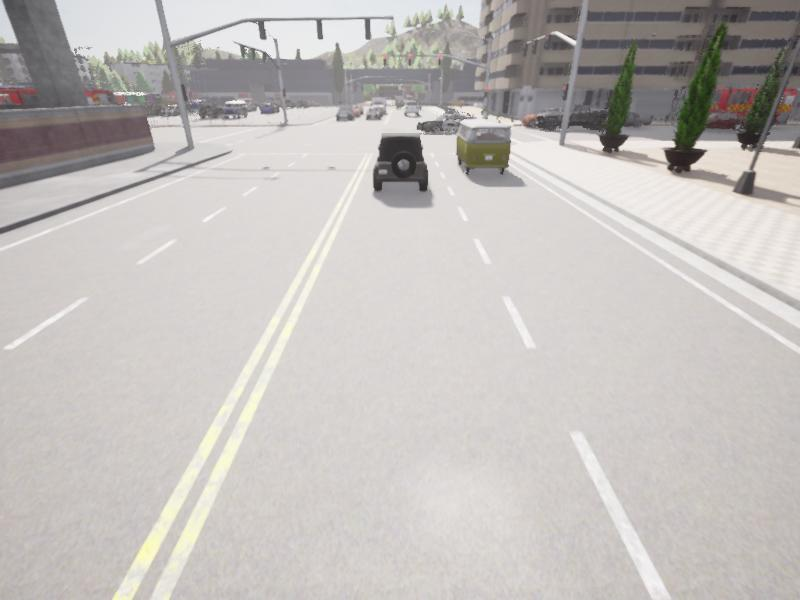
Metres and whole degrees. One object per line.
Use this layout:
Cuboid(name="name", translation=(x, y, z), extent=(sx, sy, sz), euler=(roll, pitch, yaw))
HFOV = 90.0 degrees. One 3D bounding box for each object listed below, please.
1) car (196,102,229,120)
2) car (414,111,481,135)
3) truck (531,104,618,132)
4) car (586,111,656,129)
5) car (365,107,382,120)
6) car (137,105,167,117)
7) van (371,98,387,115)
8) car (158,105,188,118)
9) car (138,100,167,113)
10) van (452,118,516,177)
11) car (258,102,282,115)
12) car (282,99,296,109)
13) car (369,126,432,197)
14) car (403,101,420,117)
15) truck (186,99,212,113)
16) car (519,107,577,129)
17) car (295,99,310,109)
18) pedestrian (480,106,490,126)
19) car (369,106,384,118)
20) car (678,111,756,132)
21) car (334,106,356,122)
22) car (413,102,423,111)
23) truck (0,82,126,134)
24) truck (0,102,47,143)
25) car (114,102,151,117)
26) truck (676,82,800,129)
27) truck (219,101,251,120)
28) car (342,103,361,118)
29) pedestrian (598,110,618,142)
Cuboid(name="car", translation=(-23.990, -24.278, 51.358), extent=(1.932, 1.855, 4.605), euler=(0, 27, 0))
Cuboid(name="car", translation=(3.928, -14.797, 33.404), extent=(5.238, 1.638, 1.930), euler=(-11, 29, -20))
Cuboid(name="truck", translation=(15.130, -15.924, 34.987), extent=(6.274, 2.098, 2.390), euler=(0, 27, 0))
Cuboid(name="car", translation=(21.046, -17.238, 38.278), extent=(5.357, 1.411, 2.033), euler=(0, 27, 0))
Cuboid(name="car", translation=(-3.449, -24.420, 52.329), extent=(1.970, 1.475, 3.806), euler=(0, 27, 0))
Cuboid(name="car", translation=(-35.372, -27.052, 57.241), extent=(1.784, 1.438, 3.905), euler=(0, 27, 0))
Cuboid(name="van", translation=(-3.440, -32.158, 66.283), extent=(2.351, 2.431, 6.366), euler=(0, 27, 0))
Cuboid(name="car", translation=(-32.477, -27.022, 57.241), extent=(1.970, 1.475, 3.806), euler=(0, 27, 0))
Cuboid(name="car", translation=(-43.541, -34.124, 70.523), extent=(1.932, 1.855, 4.605), euler=(0, 27, 0))
Cuboid(name="van", translation=(3.518, -6.831, 17.644), extent=(1.775, 1.987, 4.442), euler=(0, 27, 0))
Cuboid(name="car", translation=(-21.045, -31.055, 64.856), extent=(2.242, 1.667, 4.611), euler=(0, 27, 0))
Cuboid(name="car", translation=(-23.862, -42.163, 86.036), extent=(1.905, 1.878, 3.866), euler=(0, 27, 0))
Cuboid(name="car", translation=(0.017, -5.083, 14.380), extent=(1.905, 1.878, 3.866), euler=(0, 27, 0))
Cuboid(name="car", translation=(1.631, -28.927, 60.425), extent=(2.150, 2.045, 5.566), euler=(-2, 27, -3))
Cuboid(name="truck", translation=(-35.324, -34.231, 70.492), extent=(2.069, 2.038, 4.478), euler=(0, 27, 0))
Cuboid(name="car", translation=(14.060, -17.459, 38.299), extent=(4.553, 1.767, 2.097), euler=(1, 27, 2))
Cuboid(name="car", translation=(-20.968, -42.140, 85.972), extent=(1.932, 1.855, 4.605), euler=(0, 27, 0))
Cuboid(name="pedestrian", translation=(8.589, -18.614, 40.446), extent=(0.751, 1.860, 0.751), euler=(0, 27, 1))
Cuboid(name="car", translation=(-3.444, -27.670, 58.743), extent=(1.994, 1.385, 4.181), euler=(0, 27, 0))
Cuboid(name="car", translation=(27.696, -15.689, 35.094), extent=(5.008, 1.535, 1.882), euler=(0, 27, 1))
Cuboid(name="car", translation=(-6.951, -23.763, 50.909), extent=(2.033, 1.649, 4.856), euler=(0, 27, 0))
Cuboid(name="car", translation=(3.577, -39.184, 80.822), extent=(1.845, 1.501, 3.633), euler=(0, 27, 0))
Cuboid(name="truck", translation=(-29.215, -16.439, 34.280), extent=(8.468, 3.827, 2.891), euler=(0, 27, 0))
Cuboid(name="truck", translation=(-29.117, -12.616, 28.346), extent=(5.204, 2.467, 2.627), euler=(0, 27, 0))
Cuboid(name="car", translation=(-38.056, -27.217, 57.112), extent=(1.932, 1.855, 4.605), euler=(0, 27, 0))
Cuboid(name="truck", translation=(31.685, -18.303, 37.648), extent=(8.468, 3.827, 2.891), euler=(0, 27, 1))
Cuboid(name="truck", translation=(-21.094, -24.393, 51.364), extent=(2.069, 2.038, 4.478), euler=(0, 27, 0))
Cuboid(name="car", translation=(-6.945, -27.427, 57.827), extent=(2.097, 1.767, 4.553), euler=(0, 27, 0))
Cuboid(name="pedestrian", translation=(13.237, -11.097, 25.512), extent=(0.751, 1.860, 0.751), euler=(10, 29, 18))
